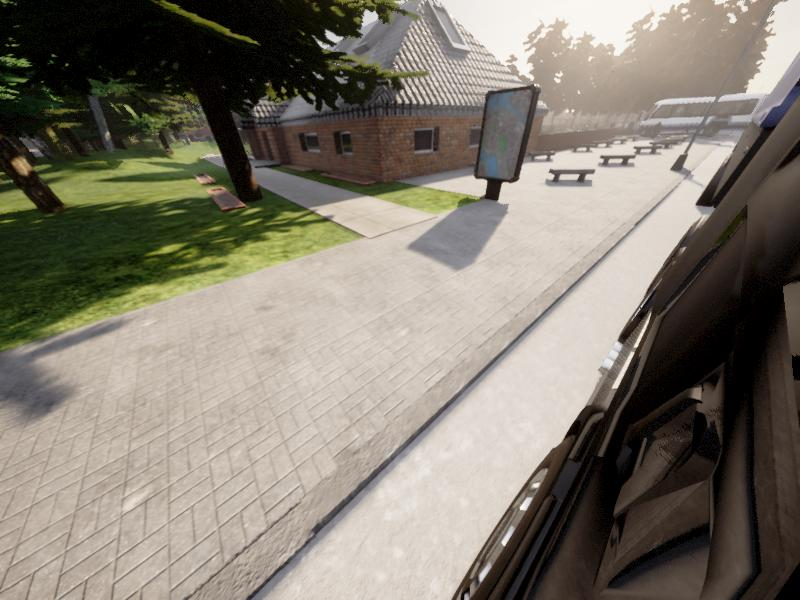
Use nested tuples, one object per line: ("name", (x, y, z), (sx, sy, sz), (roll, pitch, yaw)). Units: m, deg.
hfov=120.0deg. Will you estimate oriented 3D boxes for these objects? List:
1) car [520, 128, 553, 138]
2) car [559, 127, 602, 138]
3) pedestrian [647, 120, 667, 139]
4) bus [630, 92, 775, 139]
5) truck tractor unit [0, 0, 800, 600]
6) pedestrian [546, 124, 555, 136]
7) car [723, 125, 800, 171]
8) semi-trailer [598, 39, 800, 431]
("car", (26.020, -31.963, 44.245), (1.882, 1.535, 5.008), (-28, 43, -30))
("car", (30.754, -28.632, 39.592), (2.033, 1.411, 5.357), (-27, 43, -30))
("pedestrian", (32.610, -21.637, 29.381), (0.751, 1.860, 0.751), (-13, 38, -14))
("bus", (38.398, -23.980, 30.464), (10.273, 4.253, 3.944), (18, 42, 25))
("truck tractor unit", (2.645, -0.295, 0.351), (6.516, 4.208, 3.053), (-28, 44, -30))
("pedestrian", (30.288, -34.152, 46.493), (0.751, 1.860, 0.751), (-28, 44, -31))
("car", (19.517, -8.115, 12.149), (4.611, 1.667, 2.242), (-28, 43, -30))
("semi-trailer", (8.700, -3.577, 4.266), (14.254, 4.402, 2.717), (-28, 43, -30))
